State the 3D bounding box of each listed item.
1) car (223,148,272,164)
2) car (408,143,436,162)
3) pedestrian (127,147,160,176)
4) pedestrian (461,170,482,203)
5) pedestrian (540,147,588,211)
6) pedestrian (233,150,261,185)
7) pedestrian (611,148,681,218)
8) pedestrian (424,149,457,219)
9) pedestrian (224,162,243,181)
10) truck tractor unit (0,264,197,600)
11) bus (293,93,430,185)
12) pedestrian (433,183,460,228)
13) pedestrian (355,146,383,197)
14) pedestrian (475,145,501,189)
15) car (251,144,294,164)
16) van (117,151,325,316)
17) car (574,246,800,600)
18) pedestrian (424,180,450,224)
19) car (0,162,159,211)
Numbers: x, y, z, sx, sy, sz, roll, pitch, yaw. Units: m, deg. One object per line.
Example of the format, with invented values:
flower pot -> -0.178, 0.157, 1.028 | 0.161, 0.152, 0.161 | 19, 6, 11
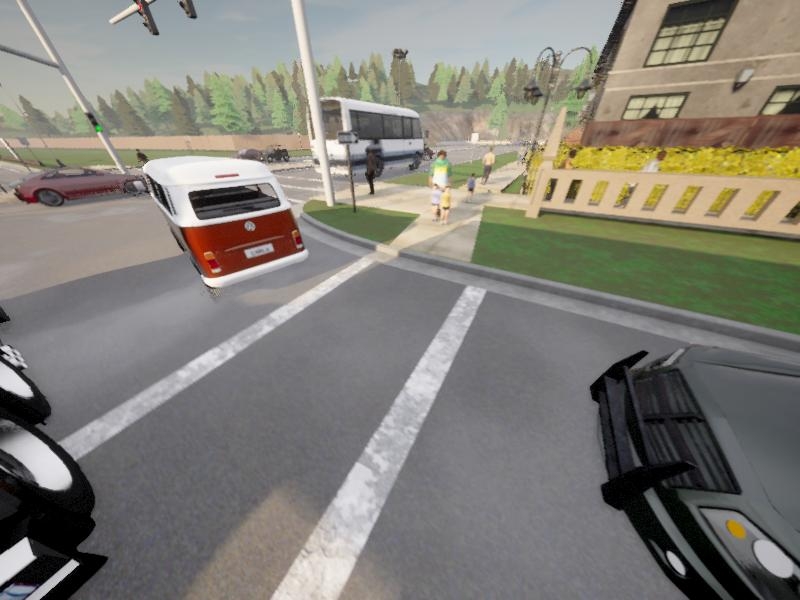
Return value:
car -> -19.045, -18.232, 29.112 | 1.812, 1.442, 4.674 | 18, 39, 25
car -> 2.814, -18.865, 29.430 | 1.905, 1.878, 3.866 | 18, 39, 25
pedestrian -> -19.814, -10.696, 17.883 | 0.751, 1.860, 0.751 | 16, 38, 22
pedestrian -> 2.829, -4.493, 9.163 | 0.500, 1.100, 0.500 | 18, 39, 24
pedestrian -> 5.635, -4.227, 8.090 | 0.751, 1.860, 0.751 | 15, 38, 21
pedestrian -> -9.789, -8.499, 14.821 | 0.751, 1.860, 0.751 | 29, 44, 35
pedestrian -> 7.633, -3.688, 7.297 | 0.751, 1.860, 0.751 | 23, 41, 30
pedestrian -> 1.259, -3.631, 7.274 | 0.751, 1.860, 0.751 | 8, 36, 12
pedestrian -> -11.204, -8.665, 15.603 | 0.500, 1.100, 0.500 | 10, 36, 15
truck tractor unit -> -5.112, -0.298, 0.783 | 6.516, 4.208, 3.053 | 18, 39, 24
bus -> -1.837, -11.893, 17.392 | 3.944, 4.253, 10.273 | 19, 39, 25
pedestrian -> 1.298, -2.683, 6.576 | 0.500, 1.100, 0.500 | -5, 35, -7
pedestrian -> -1.329, -5.653, 10.148 | 0.751, 1.860, 0.751 | 18, 39, 24
pedestrian -> 4.467, -6.783, 11.772 | 0.751, 1.860, 0.751 | 19, 39, 25
car -> -15.481, -17.947, 28.279 | 1.905, 1.878, 3.866 | 18, 39, 25
van -> -3.910, -1.900, 4.987 | 4.480, 2.038, 2.069 | 29, 45, 35
car -> 3.775, 1.389, 0.637 | 4.974, 1.542, 2.038 | 18, 39, 24
pedestrian -> 1.097, -2.946, 6.955 | 0.500, 1.100, 0.500 | 24, 42, 31
car -> -14.767, -5.497, 10.840 | 1.994, 1.385, 4.181 | 17, 38, 23
